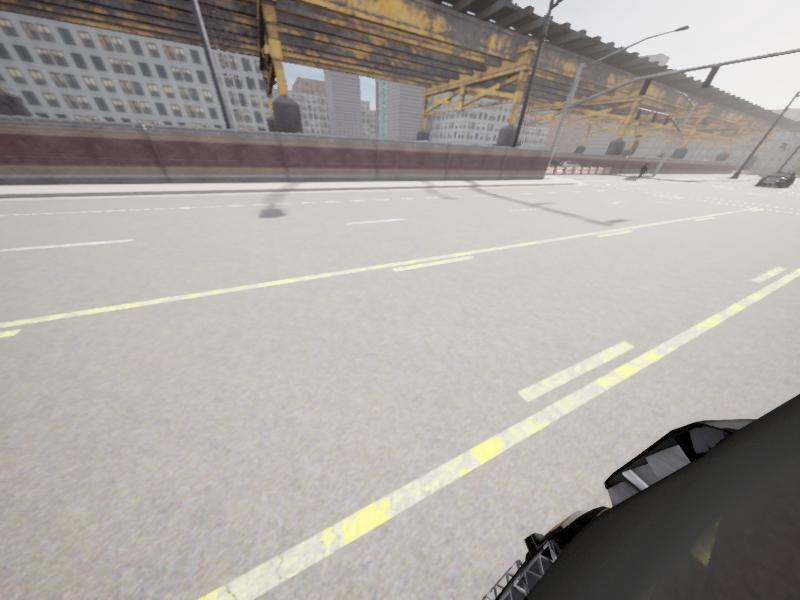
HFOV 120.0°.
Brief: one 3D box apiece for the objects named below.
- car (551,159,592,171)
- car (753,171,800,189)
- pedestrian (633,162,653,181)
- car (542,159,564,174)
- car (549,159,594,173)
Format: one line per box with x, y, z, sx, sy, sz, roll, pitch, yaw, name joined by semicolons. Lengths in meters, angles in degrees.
26.115;-20.650;35.283;4.536;1.218;1.853;4;34;2;car
46.176;-14.713;28.170;4.856;1.649;2.033;-12;37;-22;car
28.728;-15.230;27.338;0.751;1.860;0.751;-13;37;-22;pedestrian
21.618;-19.038;32.797;2.038;1.542;4.974;19;37;22;car
26.160;-20.515;35.369;4.974;1.542;2.038;4;34;2;car
